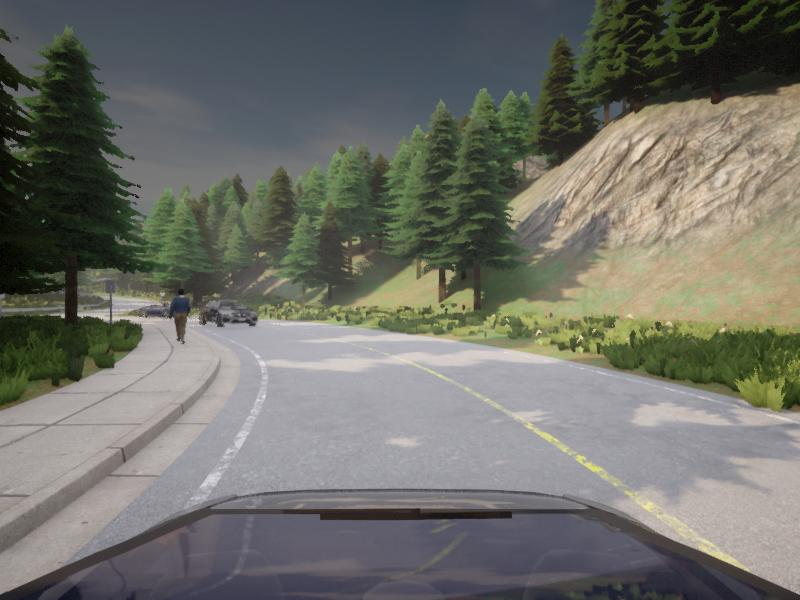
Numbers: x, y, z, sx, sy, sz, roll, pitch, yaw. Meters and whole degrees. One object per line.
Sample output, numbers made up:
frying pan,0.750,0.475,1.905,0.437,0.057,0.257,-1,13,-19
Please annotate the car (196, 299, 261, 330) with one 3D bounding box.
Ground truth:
car,-10.431,0.779,24.140,2.152,1.651,5.027,0,0,-41

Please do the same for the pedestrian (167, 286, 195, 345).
pedestrian,-7.228,0.485,13.185,0.751,1.860,0.751,0,0,-33

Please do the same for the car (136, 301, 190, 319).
car,-20.444,0.853,34.525,3.806,1.475,1.970,0,0,17
